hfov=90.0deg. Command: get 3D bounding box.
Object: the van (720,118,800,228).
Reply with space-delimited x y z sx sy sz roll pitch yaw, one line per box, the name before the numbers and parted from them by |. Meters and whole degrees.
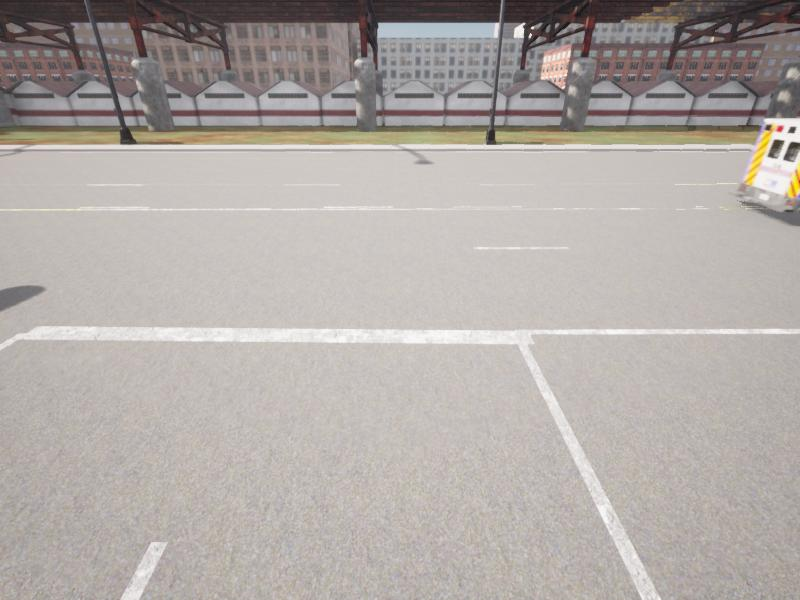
van | 12.917 -3.331 10.453 6.366 2.431 2.351 3 27 5
